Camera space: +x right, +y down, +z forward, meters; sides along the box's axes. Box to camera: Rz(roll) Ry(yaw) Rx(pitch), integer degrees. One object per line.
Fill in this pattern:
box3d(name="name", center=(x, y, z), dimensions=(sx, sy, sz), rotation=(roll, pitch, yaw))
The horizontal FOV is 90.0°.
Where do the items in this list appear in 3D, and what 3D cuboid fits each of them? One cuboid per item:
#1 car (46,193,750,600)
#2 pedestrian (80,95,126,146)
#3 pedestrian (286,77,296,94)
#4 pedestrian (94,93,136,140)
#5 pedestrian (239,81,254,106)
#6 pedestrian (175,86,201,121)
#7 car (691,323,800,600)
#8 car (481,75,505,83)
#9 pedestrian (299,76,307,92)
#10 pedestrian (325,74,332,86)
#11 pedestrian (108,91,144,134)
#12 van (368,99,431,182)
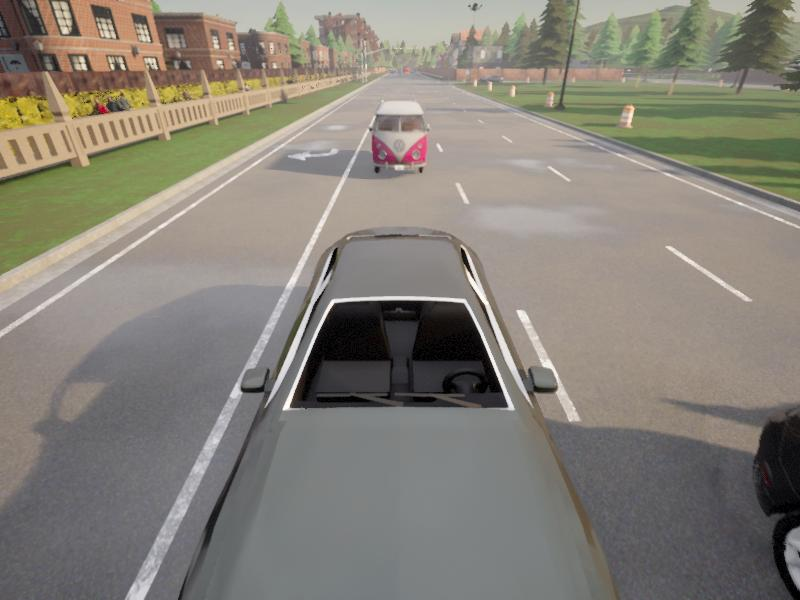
box3d(name="car", center=(-0.007, 0.590, 3.423), dimensions=(2.152, 1.651, 5.027), rotation=(0, 30, 0))
box3d(name="pedestrian", center=(-12.375, -7.498, 16.736), dimensions=(0.751, 1.860, 0.751), rotation=(1, 30, 2))
box3d(name="pedestrian", center=(-13.145, -25.849, 48.229), dimensions=(0.751, 1.860, 0.751), rotation=(0, 30, 0))
box3d(name="pedestrian", center=(-12.875, -8.316, 18.139), dimensions=(0.751, 1.860, 0.751), rotation=(1, 30, 1))
box3d(name="pedestrian", center=(-13.159, -17.746, 34.323), dimensions=(0.751, 1.860, 0.751), rotation=(0, 30, -1))
box3d(name="pedestrian", center=(-12.902, -11.979, 24.426), dimensions=(0.751, 1.860, 0.751), rotation=(0, 30, -1))
box3d(name="car", center=(3.494, 2.042, 1.047), dimensions=(1.837, 1.490, 4.892), rotation=(0, 30, 0))
box3d(name="car", center=(20.138, -47.940, 86.829), dimensions=(4.514, 1.525, 2.007), rotation=(-7, 31, -12))
box3d(name="pedestrian", center=(-12.894, -28.795, 53.295), dimensions=(0.751, 1.860, 0.751), rotation=(0, 30, 0))
box3d(name="pedestrian", center=(-12.712, -39.236, 71.212), dimensions=(0.751, 1.860, 0.751), rotation=(7, 31, 12))
box3d(name="pedestrian", center=(-13.513, -9.277, 19.790), dimensions=(0.751, 1.860, 0.751), rotation=(-2, 30, -3))
box3d(name="van", center=(-0.021, -5.615, 13.706), dimensions=(1.775, 1.987, 4.442), rotation=(0, 30, 0))
